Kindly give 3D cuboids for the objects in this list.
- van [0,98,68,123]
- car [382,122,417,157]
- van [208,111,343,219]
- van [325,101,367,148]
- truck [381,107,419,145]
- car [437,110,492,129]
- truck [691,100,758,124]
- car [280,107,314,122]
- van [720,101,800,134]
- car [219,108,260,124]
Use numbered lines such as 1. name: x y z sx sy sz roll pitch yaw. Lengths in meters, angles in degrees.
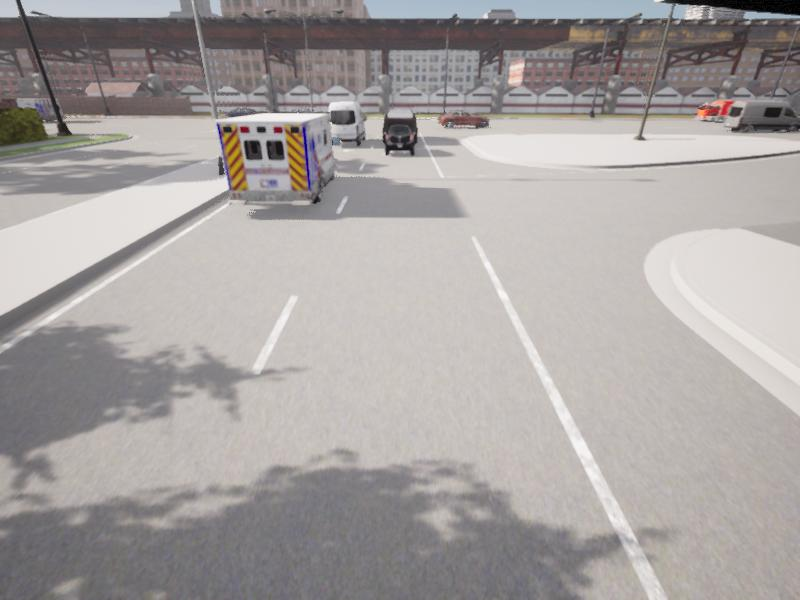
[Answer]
1. van: -42.493 -21.680 45.744 6.366 2.431 2.351 1 27 0
2. car: -0.011 -9.257 22.924 1.845 1.501 3.633 0 27 0
3. van: -3.507 -4.731 13.129 2.351 2.431 6.366 0 27 0
4. van: -3.507 -12.041 27.201 1.988 2.561 5.915 0 27 0
5. truck: 0.029 -12.636 28.866 2.390 2.098 6.274 0 27 0
6. car: 6.333 -17.947 39.744 5.027 1.651 2.152 -1 27 -2
7. truck: 39.112 -22.755 48.360 5.204 2.467 2.627 4 27 8
8. car: -12.544 -22.733 49.015 3.633 1.501 1.845 0 27 0
9. van: 33.051 -16.496 36.105 5.915 2.561 1.988 1 27 2
10. car: -18.348 -21.166 45.908 3.705 1.549 1.789 1 27 0
